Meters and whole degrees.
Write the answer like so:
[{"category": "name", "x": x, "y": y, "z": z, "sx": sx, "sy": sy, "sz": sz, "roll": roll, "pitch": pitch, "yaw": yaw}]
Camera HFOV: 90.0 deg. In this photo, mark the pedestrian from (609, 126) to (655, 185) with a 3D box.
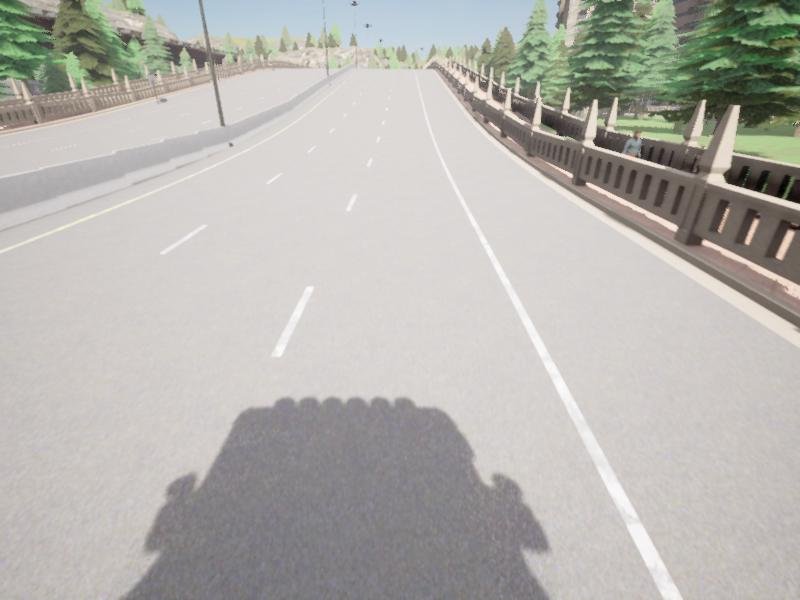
[{"category": "pedestrian", "x": 8.087, "y": -5.052, "z": 14.035, "sx": 0.751, "sy": 1.860, "sz": 0.751, "roll": 0, "pitch": 27, "yaw": 1}]
